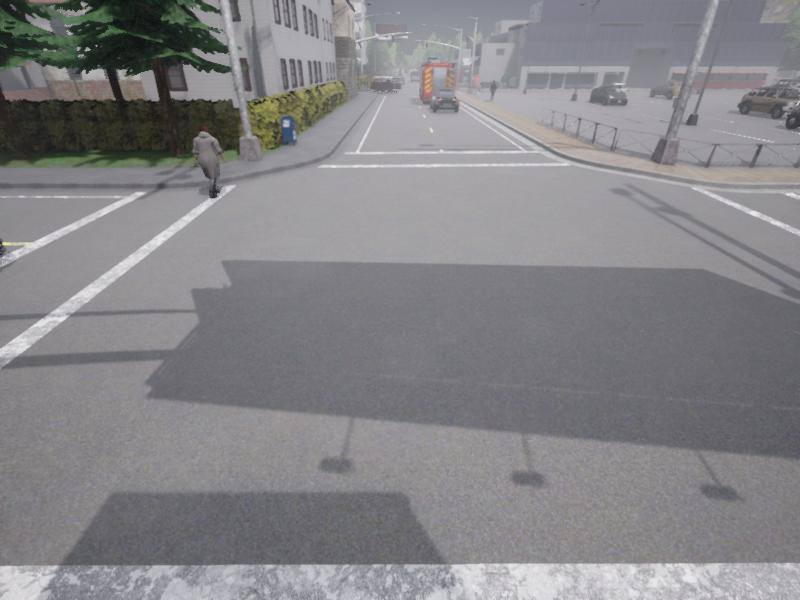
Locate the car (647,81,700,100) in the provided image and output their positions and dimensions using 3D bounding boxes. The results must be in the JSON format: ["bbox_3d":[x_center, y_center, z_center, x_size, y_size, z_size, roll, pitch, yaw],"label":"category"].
[{"bbox_3d":[28.981,-22.357,42.622,2.152,1.636,5.027,0,30,0],"label":"car"}]

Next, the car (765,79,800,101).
[{"bbox_3d":[41.776,-22.437,42.613,1.905,1.878,3.866,0,30,0],"label":"car"}]

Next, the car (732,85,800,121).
[{"bbox_3d":[25.887,-13.649,27.568,1.932,1.855,4.605,0,30,0],"label":"car"}]

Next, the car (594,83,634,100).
[{"bbox_3d":[22.565,-22.119,42.367,1.970,1.475,3.806,0,30,0],"label":"car"}]

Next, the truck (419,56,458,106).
[{"bbox_3d":[3.504,-21.324,38.833,2.891,3.827,8.468,0,30,0],"label":"truck"}]

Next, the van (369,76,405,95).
[{"bbox_3d":[-1.726,-27.756,51.679,2.069,2.038,4.480,-23,37,-39],"label":"van"}]

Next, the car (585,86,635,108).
[{"bbox_3d":[18.920,-18.509,36.302,2.007,1.523,4.514,0,30,0],"label":"car"}]

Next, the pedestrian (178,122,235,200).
[{"bbox_3d":[-5.145,-3.730,10.773,0.751,1.860,0.751,1,30,2],"label":"pedestrian"}]

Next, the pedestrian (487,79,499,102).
[{"bbox_3d":[8.775,-19.742,37.757,0.751,1.860,0.751,10,32,16],"label":"pedestrian"}]

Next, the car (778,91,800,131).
[{"bbox_3d":[22.620,-9.701,20.752,1.905,1.878,3.866,0,30,0],"label":"car"}]

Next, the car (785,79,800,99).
[{"bbox_3d":[44.680,-22.630,42.987,1.932,1.855,4.605,0,30,0],"label":"car"}]

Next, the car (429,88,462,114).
[{"bbox_3d":[3.496,-15.843,31.706,2.038,1.542,4.974,0,30,0],"label":"car"}]

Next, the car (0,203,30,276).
[{"bbox_3d":[-9.245,-0.941,6.568,4.193,1.474,1.816,0,30,0],"label":"car"}]
